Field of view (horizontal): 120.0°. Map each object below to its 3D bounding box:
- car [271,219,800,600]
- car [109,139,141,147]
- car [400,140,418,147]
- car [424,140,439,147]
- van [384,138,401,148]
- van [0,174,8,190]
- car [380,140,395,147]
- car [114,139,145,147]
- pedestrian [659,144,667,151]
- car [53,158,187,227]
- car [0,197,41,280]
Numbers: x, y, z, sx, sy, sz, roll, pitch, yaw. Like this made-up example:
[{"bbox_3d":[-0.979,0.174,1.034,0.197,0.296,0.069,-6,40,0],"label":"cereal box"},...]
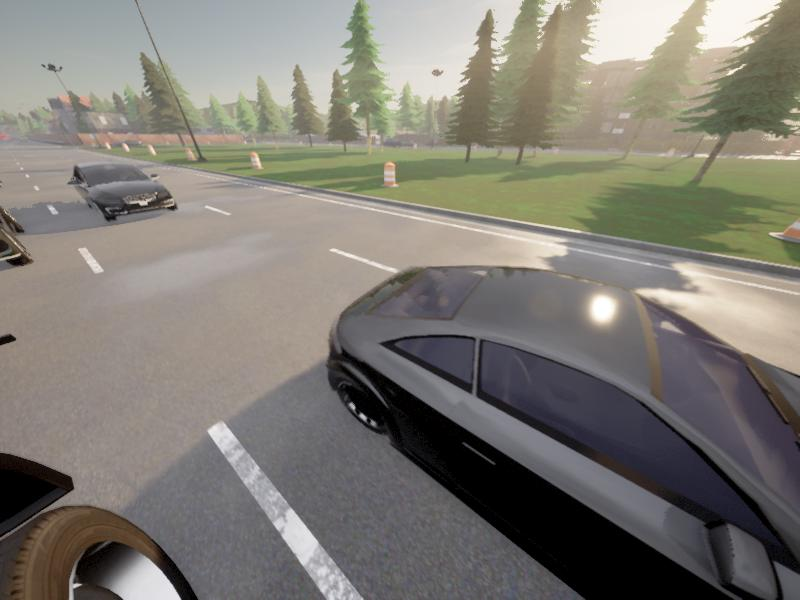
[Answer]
[{"bbox_3d":[1.336,0.670,1.779,4.181,1.385,1.994,22,41,28],"label":"car"},{"bbox_3d":[-71.145,-40.863,59.942,2.242,1.667,4.611,14,37,18],"label":"car"},{"bbox_3d":[2.463,-44.793,66.111,4.611,1.667,2.242,22,41,28],"label":"car"},{"bbox_3d":[8.988,-44.592,65.850,3.705,1.549,1.789,22,41,28],"label":"car"},{"bbox_3d":[-1.941,-41.848,61.508,4.442,1.987,1.775,22,41,28],"label":"van"},{"bbox_3d":[-22.189,-6.748,11.572,4.442,1.987,1.775,22,41,28],"label":"van"},{"bbox_3d":[-3.551,-44.797,66.073,3.988,1.617,1.851,22,41,28],"label":"car"},{"bbox_3d":[-68.168,-39.615,58.268,2.007,1.525,4.514,13,37,17],"label":"car"},{"bbox_3d":[54.414,-31.533,47.800,0.500,1.100,0.500,-18,39,-24],"label":"pedestrian"},{"bbox_3d":[-10.051,-4.042,8.262,4.892,1.490,1.837,22,41,28],"label":"car"},{"bbox_3d":[-10.036,-1.623,4.719,5.027,1.651,2.152,22,41,28],"label":"car"}]
